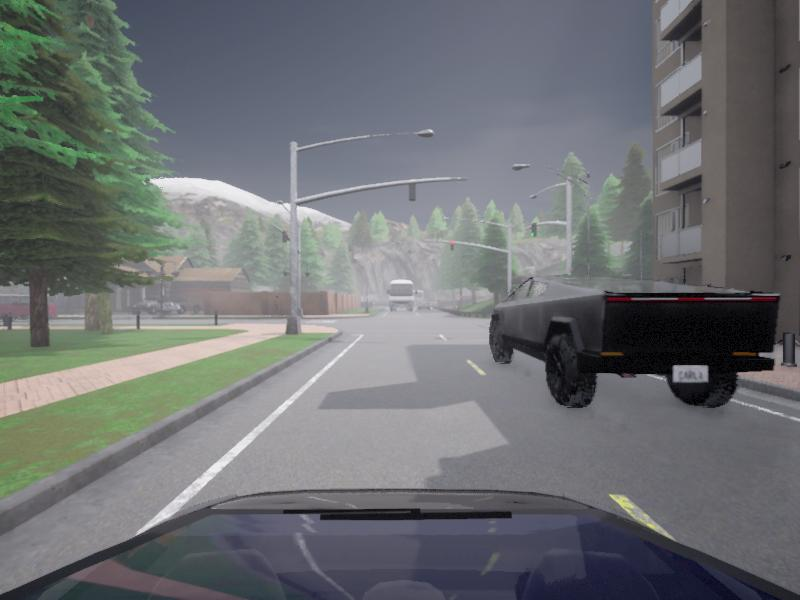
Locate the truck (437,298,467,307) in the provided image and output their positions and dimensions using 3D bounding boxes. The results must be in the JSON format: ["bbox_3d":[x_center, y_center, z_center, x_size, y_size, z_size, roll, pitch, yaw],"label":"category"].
[{"bbox_3d":[11.256,0.535,86.854,6.274,2.098,2.390,0,0,-1],"label":"truck"}]

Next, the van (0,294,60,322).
[{"bbox_3d":[-28.178,0.577,29.587,4.442,1.987,1.775,0,0,-1],"label":"van"}]

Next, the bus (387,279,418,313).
[{"bbox_3d":[0.315,-0.550,55.826,3.944,4.253,10.273,0,0,0],"label":"bus"}]

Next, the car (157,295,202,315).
[{"bbox_3d":[-21.383,0.492,39.042,1.932,1.855,4.605,0,0,-1],"label":"car"}]

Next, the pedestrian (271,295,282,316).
[{"bbox_3d":[-11.182,0.466,36.288,0.751,1.860,0.751,0,0,5],"label":"pedestrian"}]

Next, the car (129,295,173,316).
[{"bbox_3d":[-23.889,0.494,38.604,1.905,1.878,3.866,0,0,-1],"label":"car"}]

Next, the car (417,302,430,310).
[{"bbox_3d":[3.721,0.926,63.653,1.895,1.301,4.718,0,0,0],"label":"car"}]

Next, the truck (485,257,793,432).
[{"bbox_3d":[3.530,0.539,7.937,2.390,2.098,6.274,0,0,0],"label":"truck"}]

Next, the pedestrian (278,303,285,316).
[{"bbox_3d":[-10.567,0.846,35.607,0.500,1.100,0.500,0,0,-23],"label":"pedestrian"}]
